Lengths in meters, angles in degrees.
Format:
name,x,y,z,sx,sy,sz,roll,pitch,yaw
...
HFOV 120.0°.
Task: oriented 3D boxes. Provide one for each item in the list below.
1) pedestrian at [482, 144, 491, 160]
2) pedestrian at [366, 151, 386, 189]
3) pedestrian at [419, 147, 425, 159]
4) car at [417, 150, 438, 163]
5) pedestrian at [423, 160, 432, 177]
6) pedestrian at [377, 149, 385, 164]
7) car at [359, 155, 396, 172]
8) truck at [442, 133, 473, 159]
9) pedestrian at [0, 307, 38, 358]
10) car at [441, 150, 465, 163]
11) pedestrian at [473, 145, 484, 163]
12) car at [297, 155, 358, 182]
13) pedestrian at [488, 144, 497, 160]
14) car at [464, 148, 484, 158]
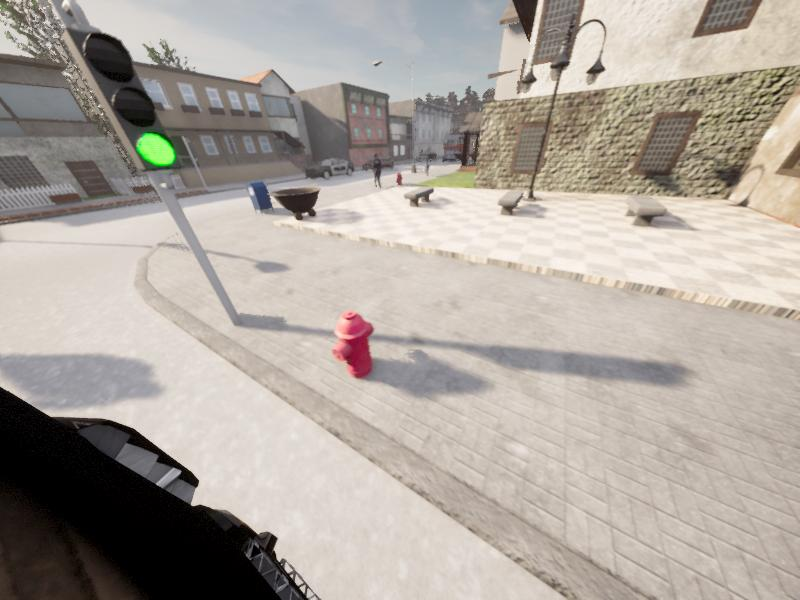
name,x,y,z,sx,sy,sz,roll,pitch,yaw
pedestrian,12.498,-21.323,33.279,0.751,1.860,0.751,20,40,30
pedestrian,-1.398,-7.576,13.498,0.751,1.860,0.751,-15,36,-18
pedestrian,4.227,-27.984,43.874,0.751,1.860,0.751,19,39,29
car,4.245,-22.274,35.782,1.789,1.549,3.705,16,38,26
pedestrian,2.122,-10.157,17.850,0.500,1.100,0.500,18,39,28
pedestrian,-2.745,-21.323,34.313,0.751,1.860,0.751,17,38,26
car,-2.470,-15.704,26.507,1.994,1.385,4.181,17,38,26
truck,11.280,-30.084,45.013,2.891,3.827,8.468,16,38,26
pedestrian,-5.748,-0.007,2.595,0.751,1.860,0.751,0,34,4
car,7.949,-21.420,34.411,1.994,1.385,4.181,16,38,26
pedestrian,9.534,-17.745,28.090,0.751,1.860,0.751,20,39,30
car,-6.387,-12.114,21.119,1.930,1.638,5.238,16,38,25
pedestrian,13.061,-20.988,32.736,0.751,1.860,0.751,17,38,27
car,13.609,-26.910,42.274,2.033,1.411,5.357,17,38,26
